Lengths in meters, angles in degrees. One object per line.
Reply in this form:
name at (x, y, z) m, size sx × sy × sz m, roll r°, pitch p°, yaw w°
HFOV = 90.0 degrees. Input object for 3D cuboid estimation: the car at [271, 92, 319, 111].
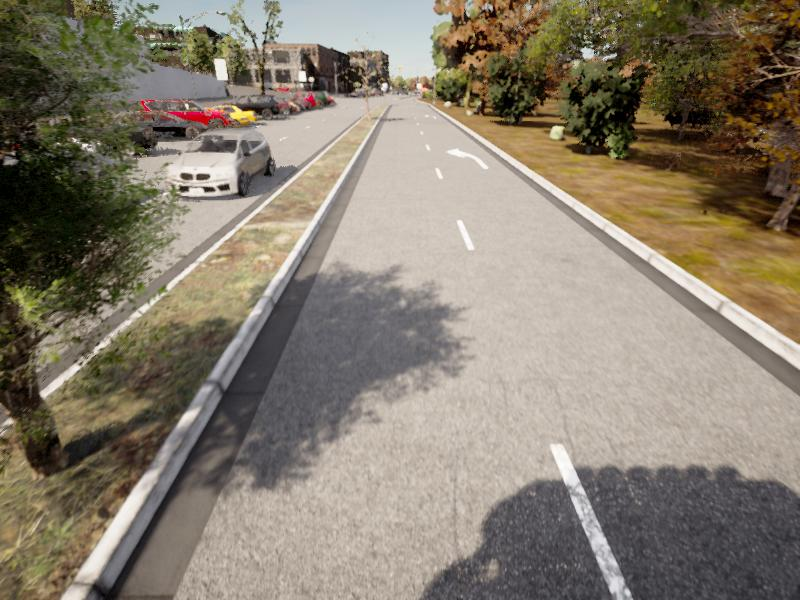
car at (-13.690, -25.921, 52.150) m, size 5.566 × 2.045 × 2.435 m, roll -10°, pitch 30°, yaw -17°

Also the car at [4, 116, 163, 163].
car at (-13.764, -7.256, 17.906) m, size 5.008 × 1.535 × 2.097 m, roll -10°, pitch 30°, yaw -17°

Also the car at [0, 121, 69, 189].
car at (-13.818, -4.511, 12.556) m, size 4.553 × 1.767 × 2.185 m, roll -10°, pitch 30°, yaw -17°

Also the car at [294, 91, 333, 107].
car at (-13.565, -31.573, 62.792) m, size 5.566 × 2.045 × 2.435 m, roll -9°, pitch 29°, yaw -17°

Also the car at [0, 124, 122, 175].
car at (-13.782, -5.794, 15.285) m, size 4.674 × 1.452 × 2.002 m, roll -10°, pitch 30°, yaw -17°

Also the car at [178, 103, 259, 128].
car at (-13.903, -14.362, 31.046) m, size 5.366 × 1.575 × 1.946 m, roll -10°, pitch 30°, yaw -17°

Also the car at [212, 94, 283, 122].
car at (-13.738, -17.446, 36.258) m, size 5.566 × 2.045 × 2.435 m, roll -10°, pitch 30°, yaw -17°

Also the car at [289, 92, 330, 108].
car at (-13.643, -30.149, 60.111) m, size 5.566 × 2.045 × 2.435 m, roll -9°, pitch 30°, yaw -17°

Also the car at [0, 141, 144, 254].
car at (-8.727, -2.725, 9.681) m, size 1.837 × 1.490 × 4.892 m, roll 1°, pitch 28°, yaw 0°

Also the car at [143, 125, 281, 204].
car at (-5.714, -4.590, 13.051) m, size 2.242 × 1.667 × 4.611 m, roll 1°, pitch 28°, yaw 0°

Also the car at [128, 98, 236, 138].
car at (-13.722, -11.770, 25.719) m, size 5.566 × 2.045 × 2.435 m, roll -10°, pitch 30°, yaw -17°

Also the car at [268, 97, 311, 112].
car at (-13.699, -24.264, 49.630) m, size 4.792 × 1.488 × 2.163 m, roll -10°, pitch 30°, yaw -17°

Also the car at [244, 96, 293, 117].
car at (-13.666, -20.178, 41.631) m, size 4.553 × 1.767 × 2.185 m, roll -10°, pitch 30°, yaw -17°

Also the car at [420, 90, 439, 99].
car at (7.521, -53.332, 103.748) m, size 4.442 × 1.987 × 1.878 m, roll -5°, pitch 29°, yaw -13°

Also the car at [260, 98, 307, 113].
car at (-13.689, -22.887, 46.982) m, size 4.892 × 1.521 × 2.231 m, roll -10°, pitch 29°, yaw -17°

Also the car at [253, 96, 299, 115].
car at (-13.721, -21.584, 44.266) m, size 4.553 × 1.767 × 2.185 m, roll -10°, pitch 29°, yaw -17°

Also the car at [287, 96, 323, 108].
car at (-13.633, -28.487, 57.601) m, size 4.674 × 1.452 × 2.002 m, roll -10°, pitch 30°, yaw -17°

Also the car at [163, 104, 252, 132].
car at (-13.564, -13.002, 28.522) m, size 5.366 × 1.575 × 1.946 m, roll -10°, pitch 30°, yaw -17°

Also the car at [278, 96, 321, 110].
car at (-13.827, -27.086, 54.872) m, size 5.366 × 1.575 × 1.946 m, roll -10°, pitch 30°, yaw -17°

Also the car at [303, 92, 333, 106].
car at (-13.444, -32.974, 65.486) m, size 4.442 × 1.987 × 1.878 m, roll -9°, pitch 29°, yaw -17°

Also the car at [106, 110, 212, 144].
car at (-13.729, -10.095, 23.210) m, size 4.792 × 1.488 × 2.163 m, roll -10°, pitch 30°, yaw -17°
